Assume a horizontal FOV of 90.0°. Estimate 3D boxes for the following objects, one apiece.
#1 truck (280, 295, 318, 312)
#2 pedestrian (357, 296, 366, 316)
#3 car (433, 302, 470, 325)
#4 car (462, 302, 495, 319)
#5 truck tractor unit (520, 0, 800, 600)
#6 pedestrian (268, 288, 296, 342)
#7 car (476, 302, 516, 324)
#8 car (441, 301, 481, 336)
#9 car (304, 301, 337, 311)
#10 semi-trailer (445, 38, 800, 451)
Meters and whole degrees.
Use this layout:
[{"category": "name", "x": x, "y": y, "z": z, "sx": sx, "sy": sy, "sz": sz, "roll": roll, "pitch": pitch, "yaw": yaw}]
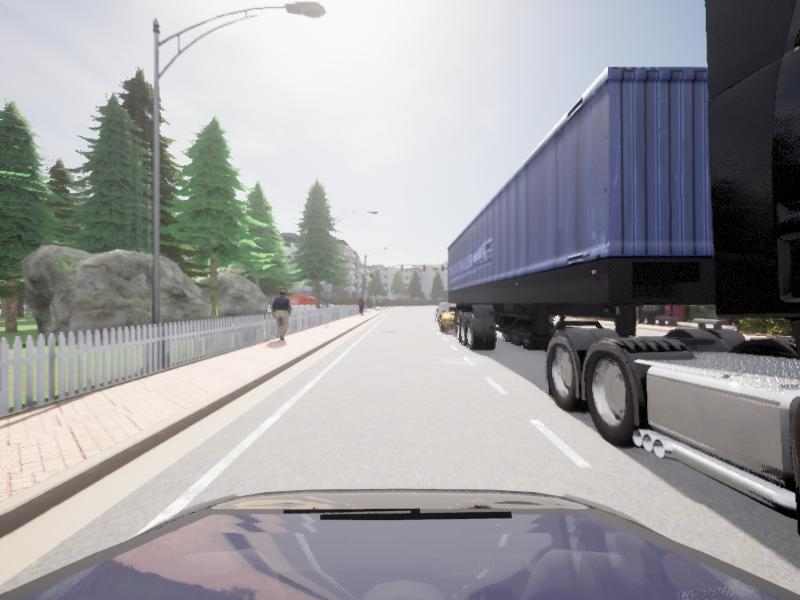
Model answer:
[{"category": "truck", "x": -15.314, "y": 0.489, "z": 60.907, "sx": 5.204, "sy": 2.467, "sz": 2.627, "roll": 0, "pitch": 0, "yaw": 2}, {"category": "pedestrian", "x": -3.737, "y": 0.572, "z": 38.821, "sx": 0.751, "sy": 1.860, "sz": 0.751, "roll": 0, "pitch": 0, "yaw": 0}, {"category": "car", "x": 3.676, "y": 0.917, "z": 29.326, "sx": 2.163, "sy": 1.488, "sz": 4.792, "roll": 0, "pitch": 0, "yaw": 0}, {"category": "car", "x": 7.236, "y": 0.935, "z": 37.355, "sx": 2.163, "sy": 1.488, "sz": 4.792, "roll": 0, "pitch": 0, "yaw": 0}, {"category": "truck tractor unit", "x": 3.501, "y": -0.511, "z": 3.483, "sx": 3.053, "sy": 4.208, "sz": 6.516, "roll": 0, "pitch": 0, "yaw": 1}, {"category": "pedestrian", "x": -4.131, "y": 0.517, "z": 14.035, "sx": 0.751, "sy": 1.860, "sz": 0.751, "roll": 0, "pitch": 0, "yaw": 2}, {"category": "car", "x": 7.226, "y": 0.892, "z": 30.636, "sx": 1.882, "sy": 1.535, "sz": 5.008, "roll": 0, "pitch": 0, "yaw": 0}, {"category": "car", "x": 3.190, "y": 0.854, "z": 21.075, "sx": 1.801, "sy": 1.575, "sz": 5.366, "roll": 1, "pitch": 0, "yaw": 9}, {"category": "car", "x": -12.747, "y": 0.976, "z": 64.327, "sx": 4.902, "sy": 1.511, "sz": 2.128, "roll": 0, "pitch": 0, "yaw": 2}, {"category": "semi-trailer", "x": 3.502, "y": -0.590, "z": 11.396, "sx": 2.717, "sy": 4.402, "sz": 14.254, "roll": 0, "pitch": 0, "yaw": 0}]
